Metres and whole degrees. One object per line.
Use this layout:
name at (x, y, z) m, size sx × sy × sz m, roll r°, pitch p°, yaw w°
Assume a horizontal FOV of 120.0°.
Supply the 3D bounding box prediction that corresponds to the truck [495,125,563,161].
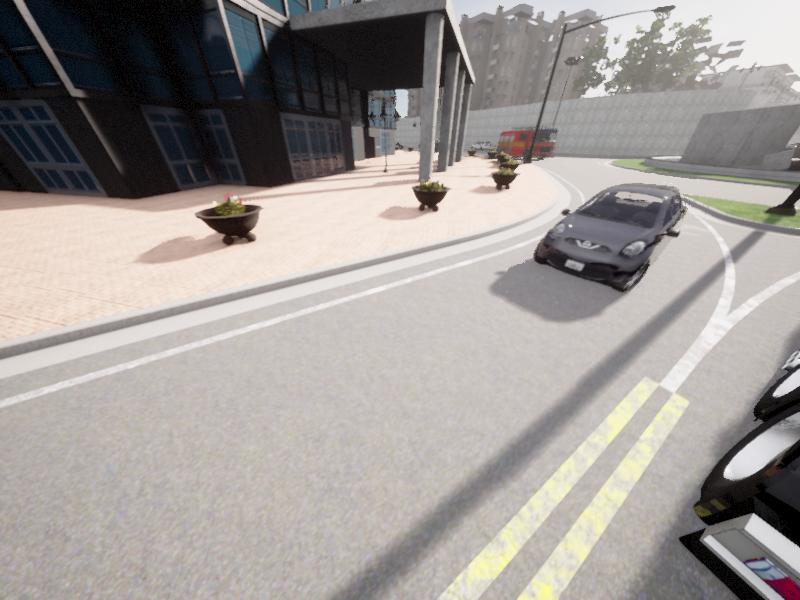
truck at (17.791, -22.341, 32.883) m, size 2.891 × 3.827 × 8.468 m, roll -9°, pitch 36°, yaw -14°

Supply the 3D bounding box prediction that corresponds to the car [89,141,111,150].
car at (-80.790, -41.785, 62.309) m, size 1.932 × 1.855 × 4.605 m, roll -19°, pitch 41°, yaw -26°

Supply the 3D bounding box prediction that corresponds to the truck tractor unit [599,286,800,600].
truck tractor unit at (5.147, -0.263, 0.725) m, size 6.516 × 4.208 × 3.053 m, roll -17°, pitch 38°, yaw -22°

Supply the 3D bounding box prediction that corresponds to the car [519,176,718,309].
car at (4.572, -1.524, 4.884) m, size 3.633 × 1.501 × 1.845 m, roll -24°, pitch 42°, yaw -30°

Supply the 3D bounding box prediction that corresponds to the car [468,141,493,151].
car at (19.709, -38.021, 56.973) m, size 2.150 × 2.045 × 5.566 m, roll -18°, pitch 39°, yaw -25°

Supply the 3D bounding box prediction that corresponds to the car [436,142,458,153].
car at (9.717, -31.818, 48.132) m, size 1.932 × 1.855 × 4.605 m, roll -18°, pitch 39°, yaw -25°

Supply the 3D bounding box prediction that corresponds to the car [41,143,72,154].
car at (-76.870, -34.007, 51.774) m, size 2.097 × 1.767 × 4.553 m, roll -19°, pitch 41°, yaw -26°

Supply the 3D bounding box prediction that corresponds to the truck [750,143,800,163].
truck at (52.152, -19.384, 30.429) m, size 2.390 × 2.098 × 6.274 m, roll -26°, pitch 43°, yaw -33°

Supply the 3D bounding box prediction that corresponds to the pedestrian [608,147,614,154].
pedestrian at (38.995, -27.612, 42.705) m, size 0.500 × 1.100 × 0.500 m, roll 24°, pitch 41°, yaw 30°
